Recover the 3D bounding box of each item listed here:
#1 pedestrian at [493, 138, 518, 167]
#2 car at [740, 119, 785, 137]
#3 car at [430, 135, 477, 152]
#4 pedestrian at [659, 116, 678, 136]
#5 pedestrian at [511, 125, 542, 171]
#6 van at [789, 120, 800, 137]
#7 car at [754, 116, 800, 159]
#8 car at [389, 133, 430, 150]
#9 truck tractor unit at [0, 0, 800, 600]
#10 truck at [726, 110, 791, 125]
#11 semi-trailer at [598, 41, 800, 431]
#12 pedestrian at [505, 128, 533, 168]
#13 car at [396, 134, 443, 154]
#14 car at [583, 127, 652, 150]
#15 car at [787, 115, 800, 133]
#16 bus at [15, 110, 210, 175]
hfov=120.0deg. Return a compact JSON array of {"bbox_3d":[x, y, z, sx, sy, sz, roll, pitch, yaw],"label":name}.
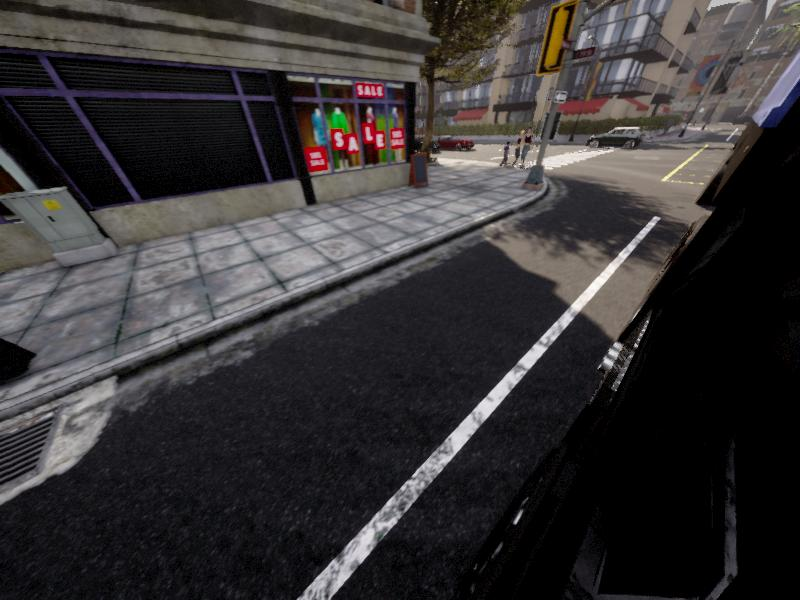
[{"bbox_3d":[5.944,-8.336,13.064,0.751,1.300,0.751,-15,39,-17],"label":"pedestrian"},{"bbox_3d":[39.198,-18.671,25.069,5.357,1.411,2.033,-28,44,-30],"label":"car"},{"bbox_3d":[5.570,-16.788,24.697,1.895,1.301,4.718,-28,44,-30],"label":"car"},{"bbox_3d":[32.671,-21.170,28.129,0.751,1.860,0.751,-28,44,-30],"label":"pedestrian"},{"bbox_3d":[6.391,-7.691,11.706,0.751,1.860,0.751,26,45,32],"label":"pedestrian"},{"bbox_3d":[41.784,-17.738,22.797,6.366,2.431,2.351,-28,44,-30],"label":"van"},{"bbox_3d":[23.006,-8.502,12.051,1.932,1.855,4.605,-28,44,-30],"label":"car"},{"bbox_3d":[1.091,-19.912,28.915,1.801,1.575,5.366,-28,44,-30],"label":"car"},{"bbox_3d":[2.645,-0.295,0.351,6.516,4.208,3.053,-28,44,-30],"label":"truck tractor unit"},{"bbox_3d":[70.482,-35.931,45.652,2.390,2.098,6.274,-14,38,-15],"label":"truck"},{"bbox_3d":[8.684,-3.607,4.254,14.254,4.402,2.717,-28,44,-30],"label":"semi-trailer"},{"bbox_3d":[6.830,-8.752,13.355,0.751,1.860,0.751,-21,41,-23],"label":"pedestrian"},{"bbox_3d":[1.885,-16.116,23.858,1.837,1.490,4.892,-28,44,-30],"label":"car"},{"bbox_3d":[18.999,-14.275,20.358,1.970,1.475,3.806,-28,44,-30],"label":"car"},{"bbox_3d":[47.661,-20.549,26.866,4.856,1.649,2.033,-28,44,-30],"label":"car"},{"bbox_3d":[-25.505,-15.184,21.990,10.273,4.253,3.944,-28,44,-30],"label":"bus"}]
